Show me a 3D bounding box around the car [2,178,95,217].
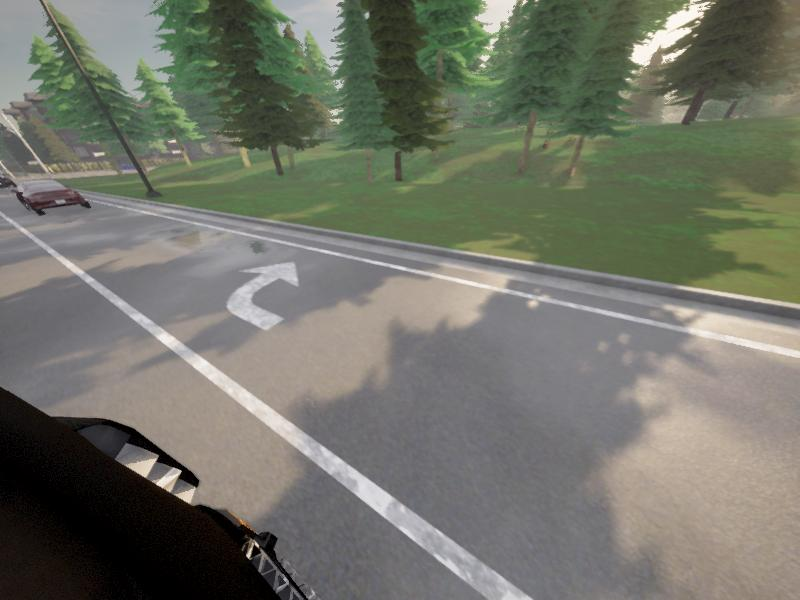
[{"bbox_3d":[-19.025,-5.648,12.501,4.674,1.442,1.812,16,38,26],"label":"car"}]

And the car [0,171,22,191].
[{"bbox_3d":[-42.607,-12.517,24.329,5.238,1.638,1.930,16,38,26],"label":"car"}]

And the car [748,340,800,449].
[{"bbox_3d":[5.400,1.299,0.141,5.238,1.638,1.930,16,38,26],"label":"car"}]

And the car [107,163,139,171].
[{"bbox_3d":[-69.584,-33.385,58.041,1.895,1.301,4.718,16,38,25],"label":"car"}]

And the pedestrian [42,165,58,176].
[{"bbox_3d":[-68.219,-25.206,45.032,0.751,1.860,0.751,13,36,22],"label":"pedestrian"}]

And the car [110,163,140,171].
[{"bbox_3d":[-66.730,-32.416,56.218,1.816,1.474,4.193,16,38,25],"label":"car"}]

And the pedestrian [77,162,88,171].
[{"bbox_3d":[-78.085,-32.699,56.764,0.751,1.860,0.751,16,38,26],"label":"pedestrian"}]
